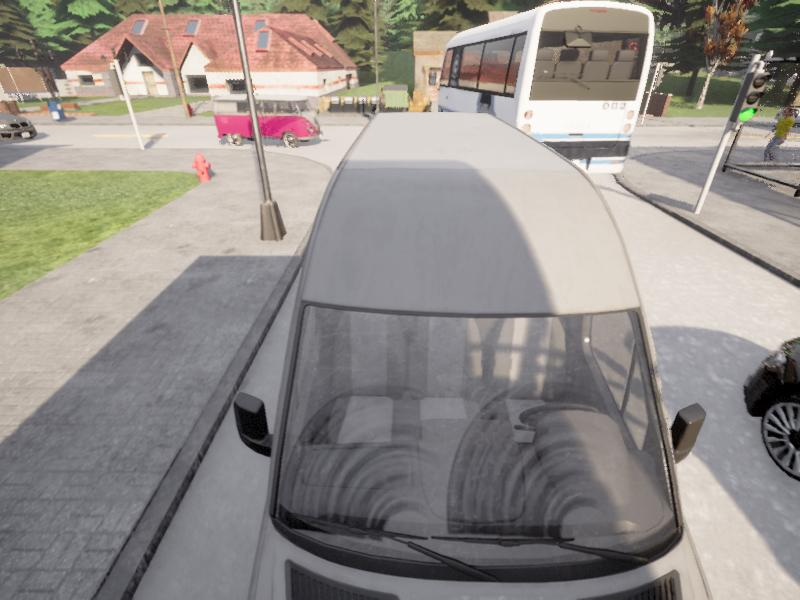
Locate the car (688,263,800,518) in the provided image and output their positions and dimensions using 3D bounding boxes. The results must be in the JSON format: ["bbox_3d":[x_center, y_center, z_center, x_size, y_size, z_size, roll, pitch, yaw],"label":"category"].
[{"bbox_3d":[4.165,1.562,1.842,2.128,1.511,4.902,0,30,1],"label":"car"}]

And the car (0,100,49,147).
[{"bbox_3d":[-19.245,-7.950,17.916,4.611,1.667,2.242,0,30,1],"label":"car"}]

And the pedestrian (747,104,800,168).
[{"bbox_3d":[12.381,-5.329,13.029,0.751,1.860,0.751,1,30,1],"label":"pedestrian"}]

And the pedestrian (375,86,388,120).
[{"bbox_3d":[-1.119,-12.331,24.999,0.751,1.860,0.751,0,30,0],"label":"pedestrian"}]

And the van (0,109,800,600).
[{"bbox_3d":[0.353,0.041,3.429,1.988,2.561,5.915,1,30,1],"label":"van"}]

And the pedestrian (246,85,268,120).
[{"bbox_3d":[-8.904,-12.313,24.956,0.751,1.860,0.751,1,30,2],"label":"pedestrian"}]

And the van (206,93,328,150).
[{"bbox_3d":[-5.605,-7.758,17.301,4.442,1.987,1.775,5,31,9],"label":"van"}]

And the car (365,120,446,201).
[{"bbox_3d":[-0.010,-4.206,11.667,1.789,1.549,3.705,-4,30,-6],"label":"car"}]

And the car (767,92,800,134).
[{"bbox_3d":[22.796,-9.848,21.031,4.605,1.855,1.932,0,30,-1],"label":"car"}]

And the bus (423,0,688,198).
[{"bbox_3d":[3.722,-7.163,14.044,3.944,4.253,10.273,-3,30,-6],"label":"bus"}]
